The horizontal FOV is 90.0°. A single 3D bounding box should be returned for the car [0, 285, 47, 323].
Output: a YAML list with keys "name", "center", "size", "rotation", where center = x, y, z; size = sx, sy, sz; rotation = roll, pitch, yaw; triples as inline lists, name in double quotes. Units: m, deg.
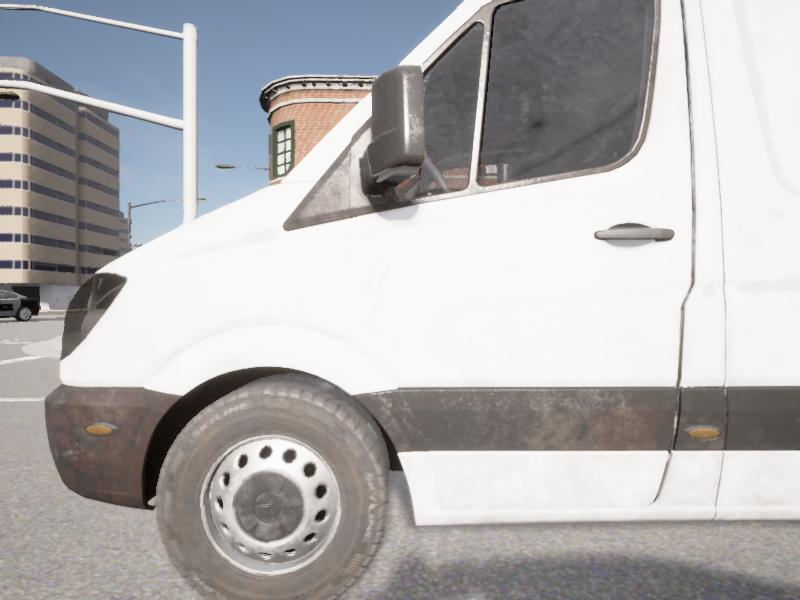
- name: "car"
  center: [-18.315, 0.183, 17.034]
  size: [1.930, 1.638, 5.238]
  rotation: [0, 0, 0]

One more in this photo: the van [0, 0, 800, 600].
- name: "van"
  center: [1.543, -0.278, 2.213]
  size: [5.915, 2.561, 1.988]
  rotation: [0, 0, 0]
